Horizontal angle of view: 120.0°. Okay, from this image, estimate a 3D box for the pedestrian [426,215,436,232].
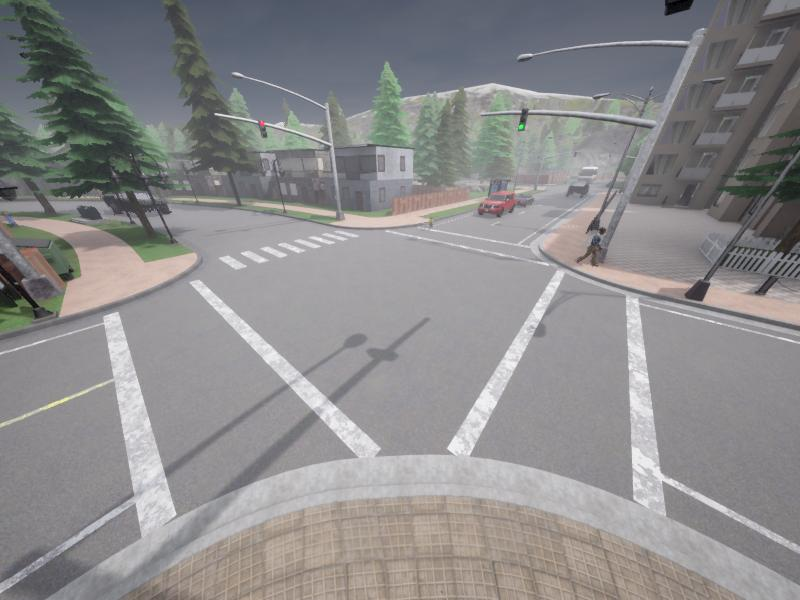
[{"bbox_3d":[2.306,-5.707,17.303,0.500,1.100,0.500,19,35,29],"label":"pedestrian"}]

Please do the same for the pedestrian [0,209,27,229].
[{"bbox_3d":[-29.543,-6.140,17.510,0.751,1.300,0.751,-25,39,-37],"label":"pedestrian"}]

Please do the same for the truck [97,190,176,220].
[{"bbox_3d":[-26.025,-9.487,22.861,6.274,2.098,2.390,11,32,18],"label":"truck"}]

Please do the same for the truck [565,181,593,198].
[{"bbox_3d":[29.732,-18.422,38.378,2.390,2.098,6.274,24,38,35],"label":"truck"}]

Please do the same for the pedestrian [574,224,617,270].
[{"bbox_3d":[8.912,-2.429,10.582,0.751,1.860,0.751,-20,35,-30],"label":"pedestrian"}]

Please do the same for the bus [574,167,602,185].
[{"bbox_3d":[53.958,-35.694,66.140,3.944,4.253,10.273,24,38,35],"label":"bus"}]

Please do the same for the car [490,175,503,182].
[{"bbox_3d":[29.590,-37.325,71.038,1.932,1.855,4.605,23,37,34],"label":"car"}]

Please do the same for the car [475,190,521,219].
[{"bbox_3d":[10.071,-9.866,23.608,2.150,2.045,5.566,24,38,35],"label":"car"}]

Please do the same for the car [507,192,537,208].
[{"bbox_3d":[15.349,-12.575,28.979,1.994,1.385,4.181,24,38,35],"label":"car"}]

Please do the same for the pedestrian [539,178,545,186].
[{"bbox_3d":[35.316,-29.240,57.276,0.751,1.860,0.751,17,34,26],"label":"pedestrian"}]
